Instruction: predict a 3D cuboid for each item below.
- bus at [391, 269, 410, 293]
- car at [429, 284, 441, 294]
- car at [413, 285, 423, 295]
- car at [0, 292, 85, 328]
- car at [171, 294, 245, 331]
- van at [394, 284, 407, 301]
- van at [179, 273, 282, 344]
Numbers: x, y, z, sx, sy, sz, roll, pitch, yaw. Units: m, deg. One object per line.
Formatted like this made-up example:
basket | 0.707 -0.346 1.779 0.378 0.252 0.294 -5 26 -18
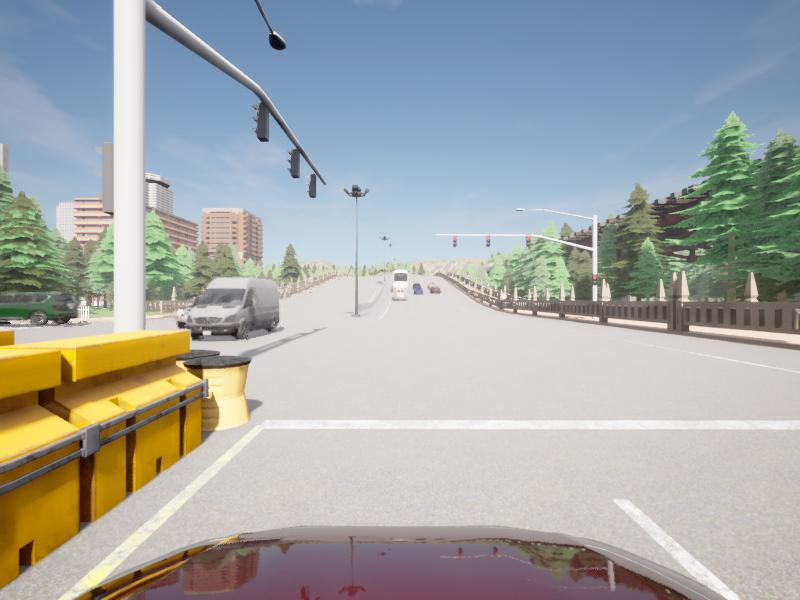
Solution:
bus | 0.075 -4.256 86.674 3.944 4.253 10.273 0 7 0
car | 7.171 -2.304 82.298 2.163 1.488 4.792 0 7 0
car | 3.658 -2.050 80.284 1.816 1.474 4.193 0 7 0
car | -22.787 0.564 24.214 5.566 2.045 2.150 0 1 -7
car | -10.498 0.648 22.333 1.932 1.855 4.605 0 0 0
van | 0.109 -1.375 71.149 2.351 2.431 6.366 0 7 0
van | -7.003 0.318 17.422 1.988 2.561 5.915 0 0 0
